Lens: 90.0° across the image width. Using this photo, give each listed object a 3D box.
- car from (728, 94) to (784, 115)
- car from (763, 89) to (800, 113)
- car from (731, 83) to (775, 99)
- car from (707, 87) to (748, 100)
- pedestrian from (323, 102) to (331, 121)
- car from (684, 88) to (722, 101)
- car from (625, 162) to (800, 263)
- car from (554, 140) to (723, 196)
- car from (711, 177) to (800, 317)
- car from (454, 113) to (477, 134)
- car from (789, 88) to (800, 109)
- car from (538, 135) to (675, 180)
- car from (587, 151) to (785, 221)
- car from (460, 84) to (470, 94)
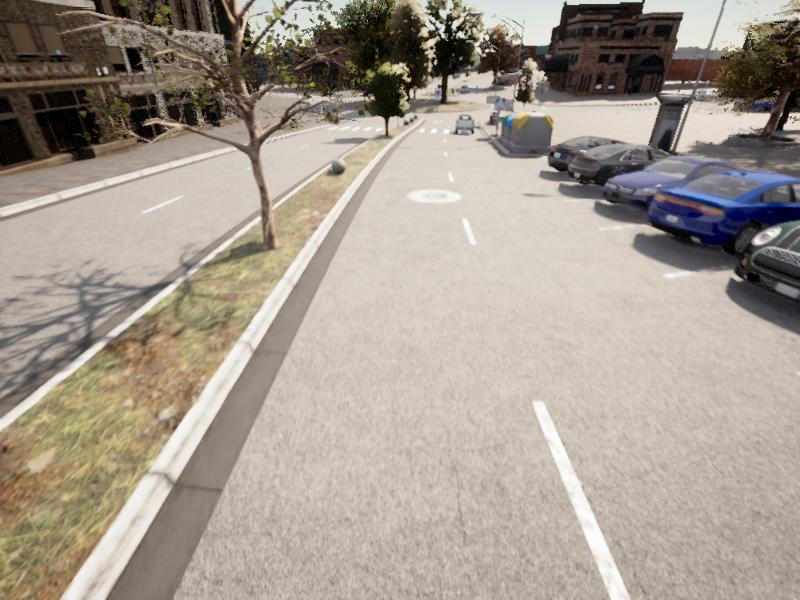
[{"bbox_3d":[39.991,-22.088,45.125,2.097,1.535,5.008,-2,30,5],"label":"car"},{"bbox_3d":[42.710,-21.804,43.770,1.878,1.987,4.442,-2,30,5],"label":"car"},{"bbox_3d":[50.213,-29.809,57.037,2.185,1.767,4.553,-3,29,3],"label":"car"},{"bbox_3d":[47.492,-30.038,58.151,2.163,1.488,4.792,-2,29,3],"label":"car"},{"bbox_3d":[-8.314,-21.373,45.384,0.751,1.860,0.751,-5,32,-9],"label":"pedestrian"},{"bbox_3d":[44.754,-30.407,59.220,2.002,1.452,4.674,-2,29,3],"label":"car"},{"bbox_3d":[8.243,-2.184,9.271,5.008,1.535,2.097,-7,28,-16],"label":"car"},{"bbox_3d":[8.526,-4.874,14.523,4.892,1.521,2.231,-6,28,-15],"label":"car"},{"bbox_3d":[8.181,-0.950,6.595,4.553,1.767,2.185,-7,29,-16],"label":"car"},{"bbox_3d":[5.888,-16.071,36.366,1.845,1.501,3.633,4,27,6],"label":"car"},{"bbox_3d":[45.452,-21.481,42.745,2.435,2.045,5.566,-2,30,5],"label":"car"},{"bbox_3d":[8.746,-6.195,17.171,4.792,1.488,2.163,-6,28,-15],"label":"car"},{"bbox_3d":[8.379,-3.492,11.911,4.674,1.452,2.002,-7,29,-15],"label":"car"},{"bbox_3d":[14.178,-46.073,87.278,1.851,1.617,3.988,4,33,6],"label":"car"}]
